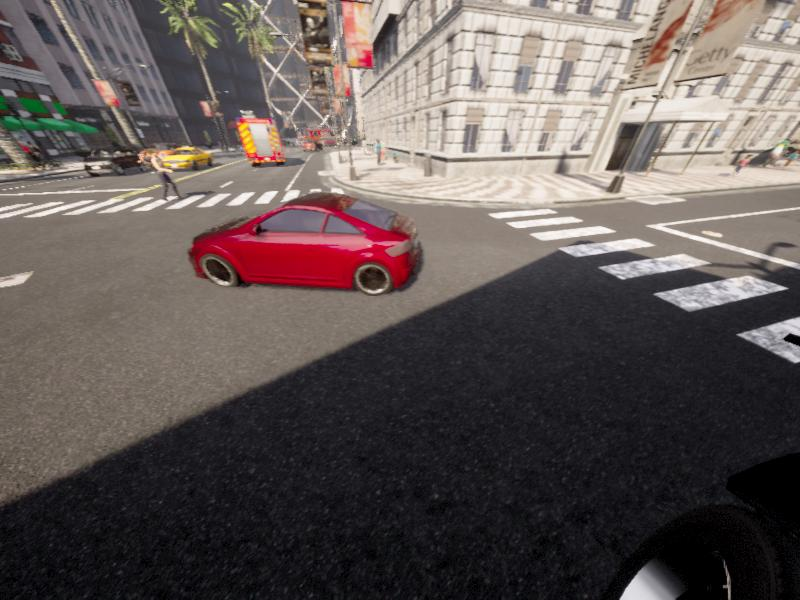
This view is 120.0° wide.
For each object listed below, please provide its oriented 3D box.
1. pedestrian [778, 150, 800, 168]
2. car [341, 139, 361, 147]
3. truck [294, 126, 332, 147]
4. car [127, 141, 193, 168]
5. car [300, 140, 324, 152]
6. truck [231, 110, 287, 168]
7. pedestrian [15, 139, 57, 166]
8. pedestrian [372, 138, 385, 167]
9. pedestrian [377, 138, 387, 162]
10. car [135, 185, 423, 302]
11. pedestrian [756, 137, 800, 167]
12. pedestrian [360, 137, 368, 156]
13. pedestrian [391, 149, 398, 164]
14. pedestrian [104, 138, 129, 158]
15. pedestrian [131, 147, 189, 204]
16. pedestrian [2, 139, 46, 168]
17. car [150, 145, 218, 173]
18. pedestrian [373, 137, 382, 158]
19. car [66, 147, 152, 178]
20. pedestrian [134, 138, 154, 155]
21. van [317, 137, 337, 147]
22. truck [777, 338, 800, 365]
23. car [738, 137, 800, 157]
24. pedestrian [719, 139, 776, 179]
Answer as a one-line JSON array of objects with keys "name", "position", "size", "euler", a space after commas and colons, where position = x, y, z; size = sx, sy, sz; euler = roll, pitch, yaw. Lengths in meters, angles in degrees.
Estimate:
[{"name": "pedestrian", "position": [29.361, -10.588, 17.331], "size": [0.500, 1.100, 0.500], "euler": [-20, 40, -25]}, {"name": "car", "position": [-11.919, -38.480, 56.519], "size": [1.837, 1.490, 4.892], "euler": [19, 40, 26]}, {"name": "truck", "position": [-20.506, -39.045, 55.338], "size": [2.891, 3.827, 8.468], "euler": [16, 38, 21]}, {"name": "car", "position": [-21.698, -13.433, 21.217], "size": [2.097, 1.767, 4.553], "euler": [-9, 36, -12]}, {"name": "car", "position": [-14.781, -26.124, 39.113], "size": [2.152, 1.651, 5.027], "euler": [0, 36, 0]}, {"name": "truck", "position": [-13.215, -15.328, 22.091], "size": [2.891, 3.827, 8.468], "euler": [-16, 38, -20]}, {"name": "pedestrian", "position": [-30.111, -12.197, 19.157], "size": [0.751, 1.860, 0.751], "euler": [-5, 36, -6]}, {"name": "pedestrian", "position": [-1.702, -11.658, 18.294], "size": [0.751, 1.860, 0.751], "euler": [-10, 37, -13]}, {"name": "pedestrian", "position": [-1.741, -14.347, 22.060], "size": [0.751, 1.860, 0.751], "euler": [-8, 36, -11]}, {"name": "car", "position": [-1.723, -1.236, 4.421], "size": [4.181, 1.385, 1.994], "euler": [4, 36, 6]}, {"name": "pedestrian", "position": [28.736, -11.237, 17.588], "size": [0.751, 1.860, 0.751], "euler": [-7, 36, -10]}, {"name": "pedestrian", "position": [-4.385, -18.932, 28.491], "size": [0.751, 1.860, 0.751], "euler": [-8, 36, -11]}, {"name": "pedestrian", "position": [-0.486, -12.559, 20.204], "size": [0.500, 1.100, 0.500], "euler": [-4, 36, -5]}, {"name": "pedestrian", "position": [-32.061, -17.203, 26.176], "size": [0.751, 1.860, 0.751], "euler": [-6, 36, -8]}, {"name": "pedestrian", "position": [-9.388, -4.924, 9.153], "size": [0.751, 1.860, 0.751], "euler": [-16, 38, -21]}, {"name": "pedestrian", "position": [-29.942, -11.698, 18.458], "size": [0.751, 1.860, 0.751], "euler": [-6, 36, -8]}, {"name": "car", "position": [-17.307, -11.670, 18.915], "size": [1.801, 1.575, 5.366], "euler": [-9, 36, -12]}, {"name": "pedestrian", "position": [-2.518, -16.944, 25.700], "size": [0.751, 1.860, 0.751], "euler": [-8, 36, -11]}, {"name": "car", "position": [-20.077, -9.729, 16.229], "size": [1.789, 1.549, 3.705], "euler": [-9, 36, -12]}, {"name": "pedestrian", "position": [-33.039, -19.824, 29.851], "size": [0.751, 1.860, 0.751], "euler": [-4, 36, -5]}, {"name": "van", "position": [-17.238, -37.362, 54.550], "size": [1.775, 1.987, 4.442], "euler": [15, 38, 21]}, {"name": "truck", "position": [8.061, 0.005, 2.021], "size": [6.274, 2.098, 2.390], "euler": [-9, 37, -12]}, {"name": "car", "position": [46.572, -18.961, 28.613], "size": [1.932, 1.855, 4.605], "euler": [-9, 35, -13]}, {"name": "pedestrian", "position": [19.411, -7.908, 12.961], "size": [0.751, 1.860, 0.751], "euler": [-10, 37, -14]}]
